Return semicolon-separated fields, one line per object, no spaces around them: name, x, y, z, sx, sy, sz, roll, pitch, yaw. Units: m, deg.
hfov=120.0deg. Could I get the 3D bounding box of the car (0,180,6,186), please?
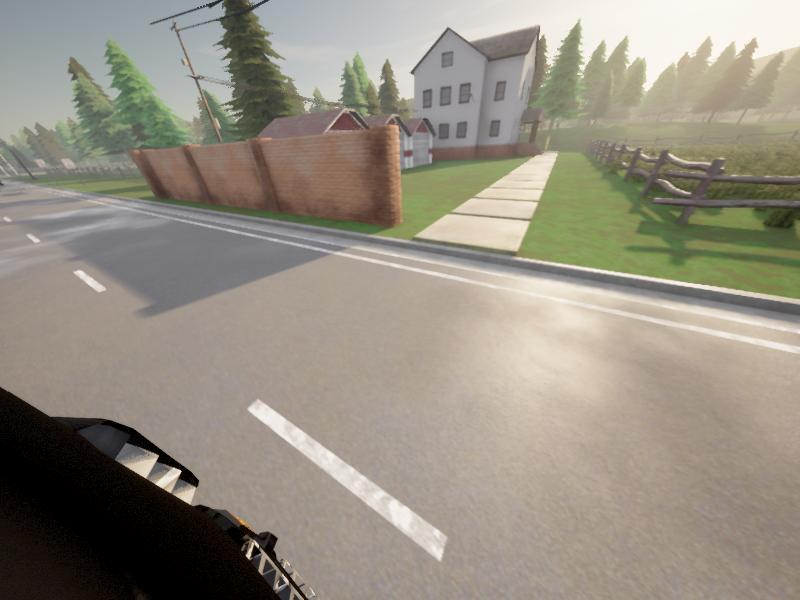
car;-57.572;-16.806;31.834;5.566;2.045;2.150;16;38;26
